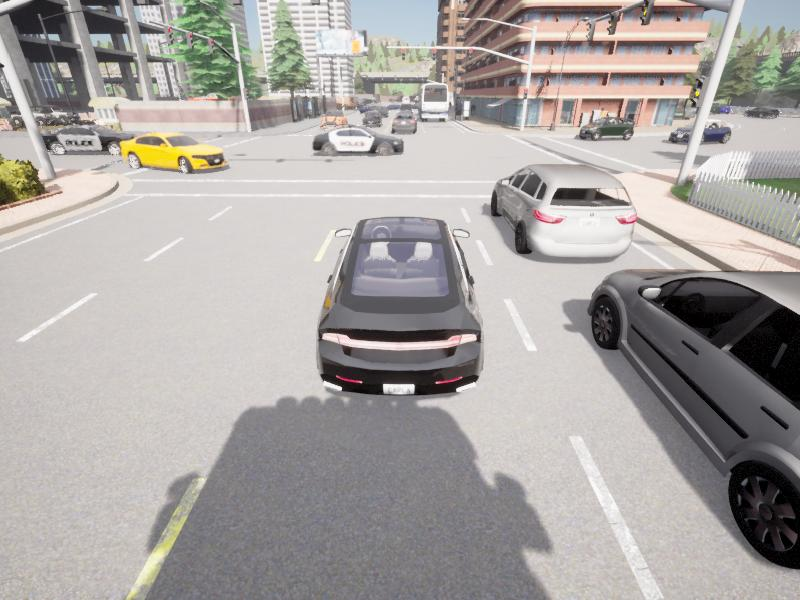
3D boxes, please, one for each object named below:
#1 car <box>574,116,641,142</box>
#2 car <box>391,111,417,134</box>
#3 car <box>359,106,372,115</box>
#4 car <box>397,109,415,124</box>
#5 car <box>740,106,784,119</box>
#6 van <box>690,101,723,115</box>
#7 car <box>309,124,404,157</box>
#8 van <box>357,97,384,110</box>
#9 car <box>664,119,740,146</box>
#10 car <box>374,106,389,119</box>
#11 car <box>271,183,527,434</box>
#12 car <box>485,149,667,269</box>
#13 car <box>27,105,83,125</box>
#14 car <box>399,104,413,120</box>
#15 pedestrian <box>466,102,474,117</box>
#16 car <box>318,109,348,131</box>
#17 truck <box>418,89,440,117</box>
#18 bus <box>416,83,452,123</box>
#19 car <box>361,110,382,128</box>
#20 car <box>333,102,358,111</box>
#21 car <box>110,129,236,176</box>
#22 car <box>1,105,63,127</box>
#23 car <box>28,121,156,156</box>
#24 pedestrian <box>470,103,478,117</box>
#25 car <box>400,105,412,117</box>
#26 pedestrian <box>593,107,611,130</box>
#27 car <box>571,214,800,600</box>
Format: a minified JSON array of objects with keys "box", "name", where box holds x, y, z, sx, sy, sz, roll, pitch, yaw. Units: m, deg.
[{"box":[15.049,-12.478,29.121,3.705,1.549,1.789,-5,28,-10],"name":"car"},{"box":[0.431,-16.225,36.423,2.242,1.667,4.611,1,27,2],"name":"car"},{"box":[-5.975,-32.974,69.462,1.895,1.301,4.718,0,27,1],"name":"car"},{"box":[0.701,-22.257,48.479,2.033,1.411,5.357,0,27,1],"name":"car"},{"box":[51.227,-26.617,56.727,1.837,1.490,4.892,1,27,2],"name":"car"},{"box":[51.571,-32.392,67.451,1.775,1.987,4.442,1,27,1],"name":"van"},{"box":[-2.277,-8.886,22.247,4.974,1.542,2.038,0,27,0],"name":"car"},{"box":[-6.618,-44.348,90.234,5.915,2.561,1.988,1,27,1],"name":"van"},{"box":[20.351,-11.371,27.048,3.806,1.475,1.970,-9,29,-18],"name":"car"},{"box":[-2.651,-27.307,58.210,1.837,1.490,4.892,0,27,1],"name":"car"},{"box":[0.023,-0.454,5.857,2.128,1.511,4.902,0,27,1],"name":"car"},{"box":[3.606,-2.398,9.471,2.242,1.667,4.611,1,27,1],"name":"car"},{"box":[-36.820,-19.816,42.771,3.866,1.878,1.905,0,27,1],"name":"car"},{"box":[0.819,-26.457,56.118,1.905,1.878,3.866,0,27,1],"name":"car"},{"box":[10.219,-27.748,58.281,0.751,1.860,0.751,-3,27,-6],"name":"pedestrian"},{"box":[-6.453,-17.657,39.076,2.097,1.767,4.553,0,27,1],"name":"car"},{"box":[4.445,-31.277,63.388,2.891,3.827,8.468,0,27,1],"name":"truck"},{"box":[4.140,-25.660,51.985,3.944,4.253,10.273,0,27,1],"name":"bus"},{"box":[-2.902,-19.095,42.207,1.837,1.490,4.892,0,27,1],"name":"car"},{"box":[-11.960,-42.276,87.341,5.008,1.535,1.882,6,28,11],"name":"car"},{"box":[-10.061,-6.617,17.763,5.008,1.535,1.882,11,28,21],"name":"car"},{"box":[-36.857,-18.474,40.154,3.866,1.878,1.905,0,27,1],"name":"car"},{"box":[-17.011,-9.033,22.316,5.238,1.638,1.930,0,27,0],"name":"car"},{"box":[10.732,-27.592,58.015,0.751,1.860,0.751,0,27,-1],"name":"pedestrian"},{"box":[0.930,-29.947,63.305,1.801,1.575,5.366,0,27,1],"name":"car"},{"box":[17.893,-16.090,35.438,0.751,1.860,0.751,-7,28,-14],"name":"pedestrian"},{"box":[3.495,0.484,3.924,1.851,1.617,3.988,0,27,1],"name":"car"}]
